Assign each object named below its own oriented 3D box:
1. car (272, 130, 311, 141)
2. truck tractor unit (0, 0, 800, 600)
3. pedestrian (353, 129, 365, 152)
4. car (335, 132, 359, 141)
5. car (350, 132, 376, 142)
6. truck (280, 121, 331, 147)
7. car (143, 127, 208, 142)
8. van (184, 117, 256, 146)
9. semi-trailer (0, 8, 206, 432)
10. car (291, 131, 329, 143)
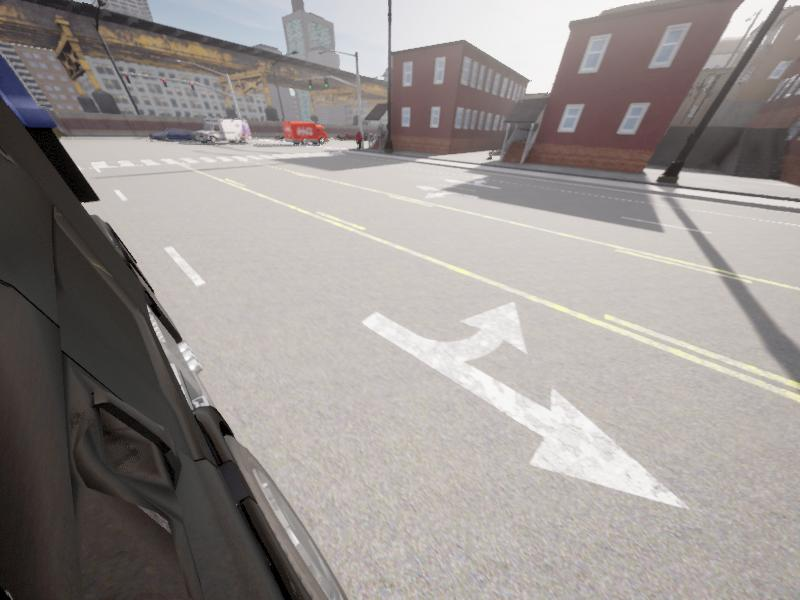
[{"bbox_3d":[-17.806,-27.176,38.236,2.033,1.411,5.357,28,43,30],"label":"car"},{"bbox_3d":[-2.645,-0.295,0.351,6.516,4.208,3.053,28,44,30],"label":"truck tractor unit"},{"bbox_3d":[-4.013,-15.759,22.856,0.751,1.860,0.751,32,45,34],"label":"pedestrian"},{"bbox_3d":[-10.440,-32.178,45.429,1.994,1.385,4.181,28,43,30],"label":"car"},{"bbox_3d":[-7.069,-31.301,44.318,1.837,1.490,4.892,27,43,30],"label":"car"},{"bbox_3d":[-12.173,-21.732,30.274,2.627,2.467,5.204,28,43,30],"label":"truck"},{"bbox_3d":[-27.607,-20.498,28.667,2.033,1.411,5.357,28,43,30],"label":"car"},{"bbox_3d":[-20.947,-19.977,27.456,2.351,2.431,6.366,11,37,12],"label":"van"},{"bbox_3d":[-8.985,-3.368,3.963,14.254,4.402,2.717,24,42,27],"label":"semi-trailer"},{"bbox_3d":[-14.382,-26.272,37.202,2.033,1.411,5.357,28,43,30],"label":"car"}]
